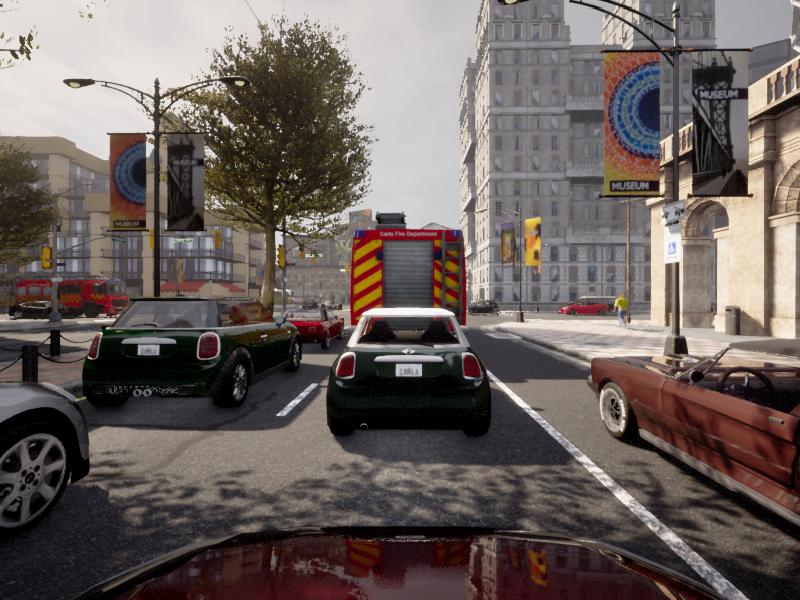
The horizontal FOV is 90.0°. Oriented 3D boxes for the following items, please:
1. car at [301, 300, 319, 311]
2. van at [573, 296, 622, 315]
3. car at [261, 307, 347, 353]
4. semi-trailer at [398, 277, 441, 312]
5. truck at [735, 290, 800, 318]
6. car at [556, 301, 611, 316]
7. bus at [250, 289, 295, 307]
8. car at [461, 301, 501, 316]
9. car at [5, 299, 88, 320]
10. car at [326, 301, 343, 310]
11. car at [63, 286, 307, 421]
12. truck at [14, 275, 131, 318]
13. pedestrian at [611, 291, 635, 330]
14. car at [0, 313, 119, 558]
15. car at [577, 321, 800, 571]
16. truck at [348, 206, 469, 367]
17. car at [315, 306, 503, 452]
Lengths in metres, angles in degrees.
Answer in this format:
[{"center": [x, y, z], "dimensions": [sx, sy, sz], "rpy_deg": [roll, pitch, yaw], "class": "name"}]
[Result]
[{"center": [-13.798, 0.815, 61.323], "dimensions": [1.789, 1.549, 3.705], "rpy_deg": [0, 0, 1], "class": "car"}, {"center": [21.300, 0.599, 43.240], "dimensions": [4.442, 1.987, 1.775], "rpy_deg": [0, 0, 1], "class": "van"}, {"center": [-3.218, 0.944, 14.445], "dimensions": [1.895, 1.301, 4.718], "rpy_deg": [0, 0, 1], "class": "car"}, {"center": [2.402, -0.618, 57.544], "dimensions": [2.717, 4.402, 14.254], "rpy_deg": [0, 0, -12], "class": "semi-trailer"}, {"center": [33.880, 0.357, 36.013], "dimensions": [5.204, 2.467, 2.627], "rpy_deg": [0, 0, 1], "class": "truck"}, {"center": [18.161, 0.829, 39.785], "dimensions": [4.514, 1.525, 2.007], "rpy_deg": [0, 0, 1], "class": "car"}, {"center": [-32.565, -0.521, 102.487], "dimensions": [10.273, 4.253, 3.944], "rpy_deg": [2, 0, 2], "class": "bus"}, {"center": [8.023, 0.827, 39.932], "dimensions": [3.633, 1.501, 1.845], "rpy_deg": [0, 0, 1], "class": "car"}, {"center": [-29.499, 0.771, 33.461], "dimensions": [5.238, 1.638, 1.930], "rpy_deg": [0, 0, 1], "class": "car"}, {"center": [-10.261, 0.853, 63.188], "dimensions": [1.970, 1.475, 3.806], "rpy_deg": [0, 0, 1], "class": "car"}, {"center": [-3.355, 0.694, 7.527], "dimensions": [2.097, 1.767, 4.553], "rpy_deg": [0, 0, 1], "class": "car"}, {"center": [-30.065, -0.321, 36.960], "dimensions": [8.468, 3.827, 2.891], "rpy_deg": [0, 0, 1], "class": "truck"}, {"center": [10.823, 0.485, 19.462], "dimensions": [0.751, 1.860, 0.751], "rpy_deg": [0, 0, 2], "class": "pedestrian"}, {"center": [-3.473, 0.853, 1.600], "dimensions": [1.970, 1.475, 3.806], "rpy_deg": [0, 0, 1], "class": "car"}, {"center": [3.308, 0.938, 3.058], "dimensions": [1.895, 1.301, 4.718], "rpy_deg": [0, 0, 1], "class": "car"}, {"center": [0.274, -0.321, 13.781], "dimensions": [2.891, 3.827, 8.468], "rpy_deg": [0, 0, 1], "class": "truck"}, {"center": [0.119, 0.853, 6.110], "dimensions": [1.970, 1.475, 3.806], "rpy_deg": [0, 0, 1], "class": "car"}]
